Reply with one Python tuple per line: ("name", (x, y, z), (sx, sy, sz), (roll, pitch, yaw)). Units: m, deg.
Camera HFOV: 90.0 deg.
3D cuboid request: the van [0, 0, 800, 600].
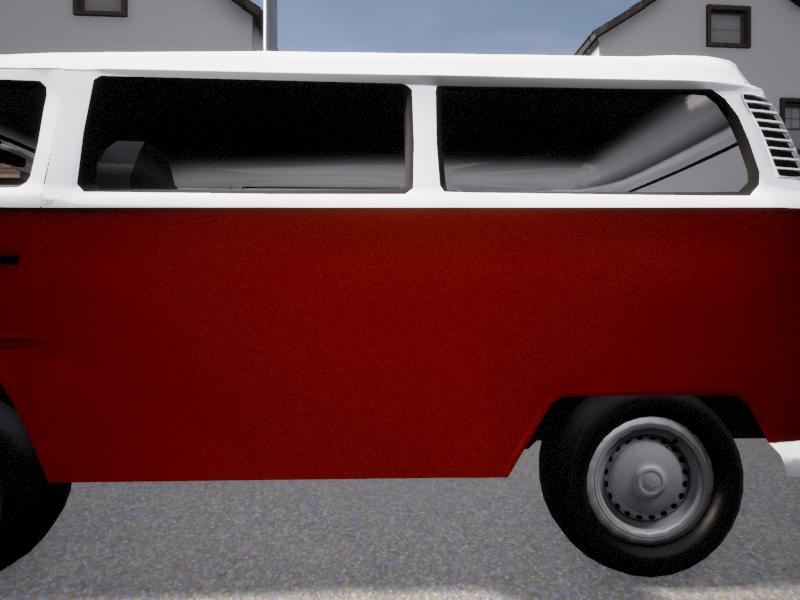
("van", (-0.423, -0.028, 2.192), (4.480, 2.038, 2.069), (0, 0, -2))
